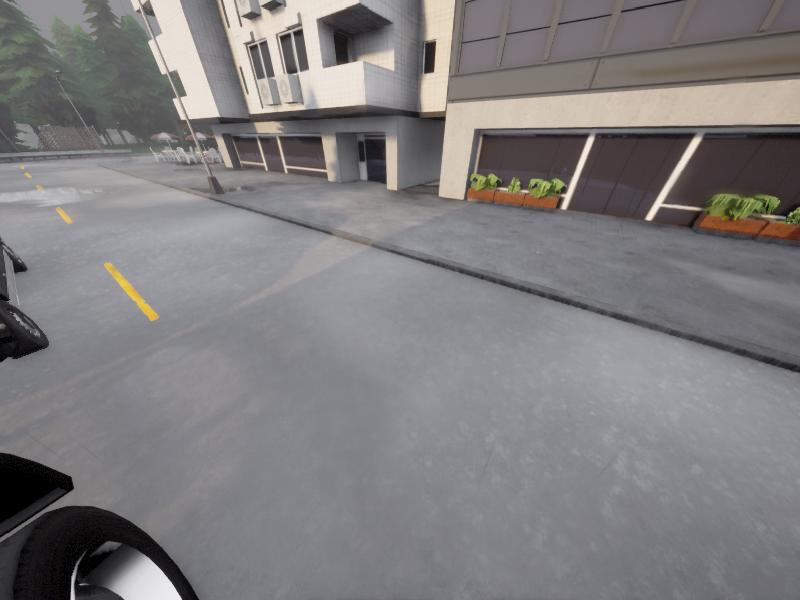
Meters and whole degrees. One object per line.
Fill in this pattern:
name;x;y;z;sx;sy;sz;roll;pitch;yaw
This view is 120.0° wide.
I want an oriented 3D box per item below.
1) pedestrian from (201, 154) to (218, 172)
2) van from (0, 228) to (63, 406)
pedestrian;-13.983;-10.086;16.961;0.500;1.100;0.500;24;41;29
van;-6.845;-0.658;2.608;5.915;2.561;1.988;22;40;28
